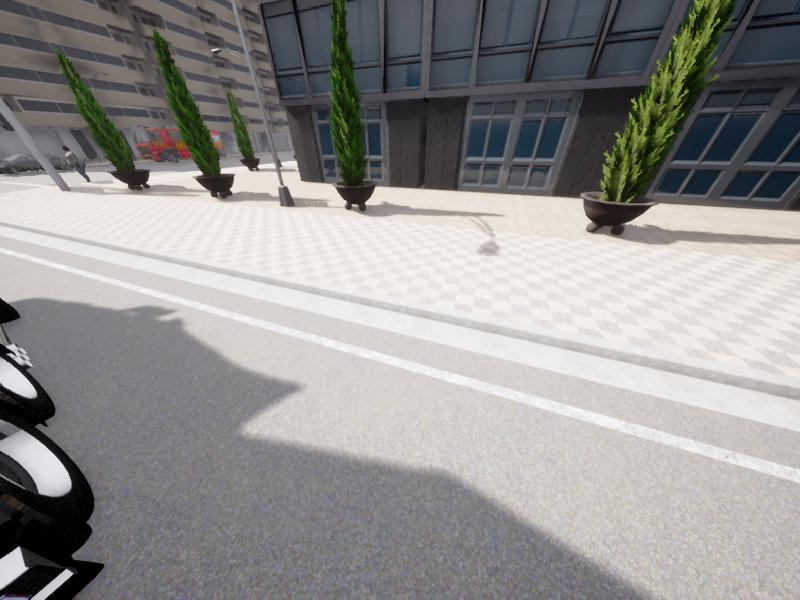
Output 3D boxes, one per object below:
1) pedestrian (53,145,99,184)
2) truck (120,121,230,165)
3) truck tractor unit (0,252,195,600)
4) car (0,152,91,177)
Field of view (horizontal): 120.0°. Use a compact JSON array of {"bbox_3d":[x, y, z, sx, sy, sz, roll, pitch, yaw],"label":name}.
[{"bbox_3d":[-18.642,-7.816,13.326,0.751,1.860,0.751,25,42,31],"label":"pedestrian"},{"bbox_3d":[-26.402,-19.030,28.073,2.891,3.827,8.468,12,37,17],"label":"truck"},{"bbox_3d":[-5.090,-0.321,0.809,6.516,4.208,3.053,19,39,25],"label":"truck tractor unit"},{"bbox_3d":[-30.614,-11.436,19.331,2.033,1.411,5.357,13,37,18],"label":"car"}]
